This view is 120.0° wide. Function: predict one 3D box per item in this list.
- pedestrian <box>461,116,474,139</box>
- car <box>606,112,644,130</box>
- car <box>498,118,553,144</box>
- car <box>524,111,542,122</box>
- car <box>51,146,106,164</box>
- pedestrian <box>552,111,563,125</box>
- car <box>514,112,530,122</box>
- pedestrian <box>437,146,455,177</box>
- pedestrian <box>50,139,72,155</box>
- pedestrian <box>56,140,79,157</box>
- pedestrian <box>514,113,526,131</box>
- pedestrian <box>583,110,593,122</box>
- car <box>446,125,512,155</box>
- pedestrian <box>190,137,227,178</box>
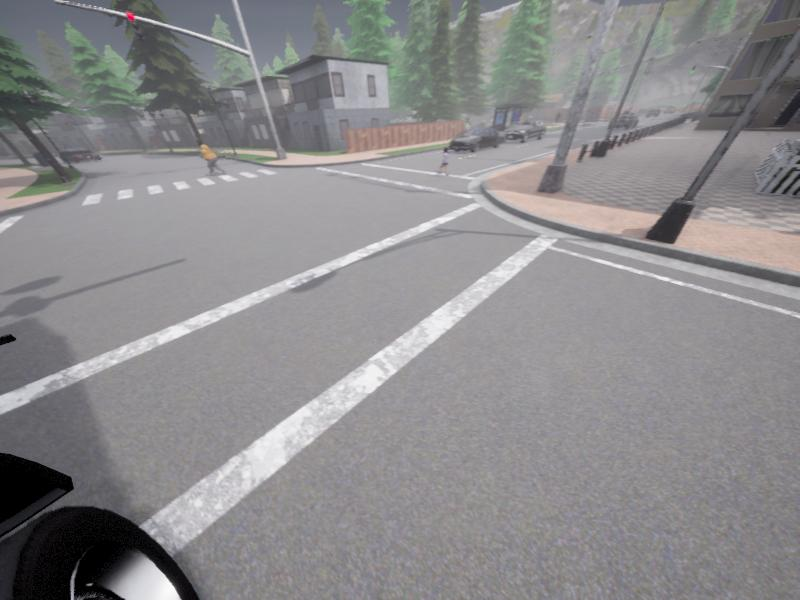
[{"bbox_3d":[7.177,-18.394,24.680,0.751,1.860,0.751,-29,45,-29],"label":"pedestrian"},{"bbox_3d":[27.484,-21.881,28.192,4.974,1.542,2.038,-30,45,-30],"label":"car"},{"bbox_3d":[11.595,-15.641,21.331,5.027,1.651,2.152,-30,45,-30],"label":"car"},{"bbox_3d":[33.330,-46.029,57.999,4.605,1.855,1.932,-31,46,-31],"label":"car"},{"bbox_3d":[-34.092,-15.389,24.514,4.181,1.385,1.994,13,41,20],"label":"car"},{"bbox_3d":[25.777,-29.706,37.731,0.751,1.860,0.751,-32,47,-32],"label":"pedestrian"},{"bbox_3d":[31.348,-46.941,59.308,3.866,1.878,1.905,-31,46,-31],"label":"car"},{"bbox_3d":[2.082,-6.308,10.523,0.500,1.100,0.500,27,47,33],"label":"pedestrian"},{"bbox_3d":[-49.869,-22.449,33.971,0.751,1.860,0.751,8,39,14],"label":"pedestrian"},{"bbox_3d":[-47.676,-21.743,33.158,0.751,1.860,0.751,1,38,6],"label":"pedestrian"},{"bbox_3d":[15.701,-23.313,30.324,0.751,1.860,0.751,-32,47,-32],"label":"pedestrian"},{"bbox_3d":[37.452,-36.681,45.988,0.751,1.860,0.751,-32,46,-31],"label":"pedestrian"},{"bbox_3d":[6.131,-12.403,17.792,5.357,1.411,2.033,-30,45,-30],"label":"car"},{"bbox_3d":[-10.726,-8.018,12.987,0.751,1.860,0.751,28,48,34],"label":"pedestrian"}]
